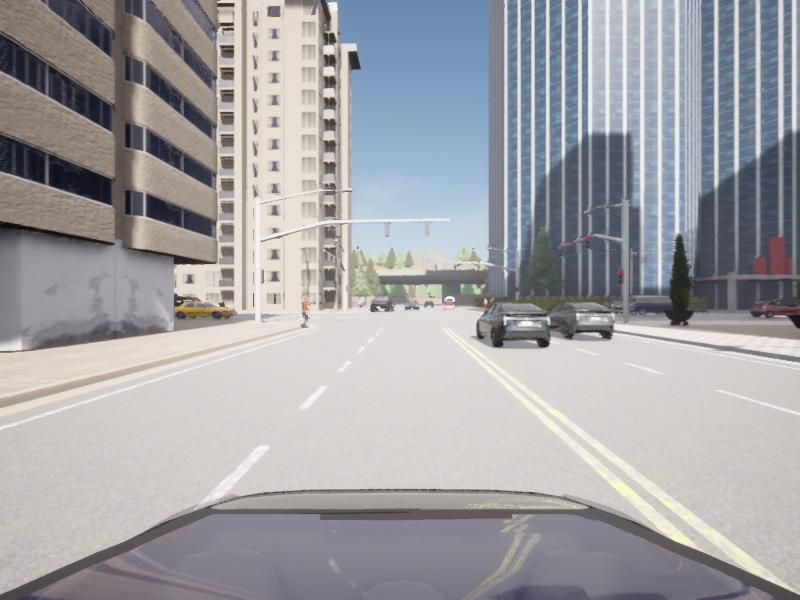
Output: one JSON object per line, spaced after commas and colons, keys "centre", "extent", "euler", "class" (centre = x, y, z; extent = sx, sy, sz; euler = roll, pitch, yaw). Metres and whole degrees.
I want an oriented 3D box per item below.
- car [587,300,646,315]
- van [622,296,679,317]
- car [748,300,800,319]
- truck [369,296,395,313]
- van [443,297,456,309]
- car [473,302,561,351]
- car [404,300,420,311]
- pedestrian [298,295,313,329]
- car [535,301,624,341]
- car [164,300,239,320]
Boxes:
{"centre": [23.069, 0.775, 42.803], "extent": [5.238, 1.638, 1.930], "euler": [0, 0, 1], "class": "car"}
{"centre": [24.559, 0.598, 39.276], "extent": [4.442, 1.987, 1.775], "euler": [0, 0, 1], "class": "van"}
{"centre": [33.708, 0.786, 35.374], "extent": [3.988, 1.617, 1.851], "euler": [0, 0, 8], "class": "car"}
{"centre": [-2.274, 0.558, 52.683], "extent": [2.390, 2.098, 6.274], "euler": [0, 0, 7], "class": "truck"}
{"centre": [8.595, 0.580, 69.100], "extent": [2.069, 2.038, 4.480], "euler": [0, -1, 7], "class": "van"}
{"centre": [4.072, 0.831, 14.763], "extent": [2.007, 1.525, 4.514], "euler": [0, 0, 2], "class": "car"}
{"centre": [1.805, 0.771, 58.927], "extent": [2.242, 1.667, 4.611], "euler": [0, 0, 2], "class": "car"}
{"centre": [-5.164, 0.645, 21.883], "extent": [0.751, 1.860, 0.751], "euler": [0, 0, -9], "class": "pedestrian"}
{"centre": [7.655, 0.829, 17.641], "extent": [2.007, 1.525, 4.514], "euler": [0, 0, 2], "class": "car"}
{"centre": [-16.287, 0.816, 33.005], "extent": [5.366, 1.575, 1.801], "euler": [0, 0, 1], "class": "car"}
